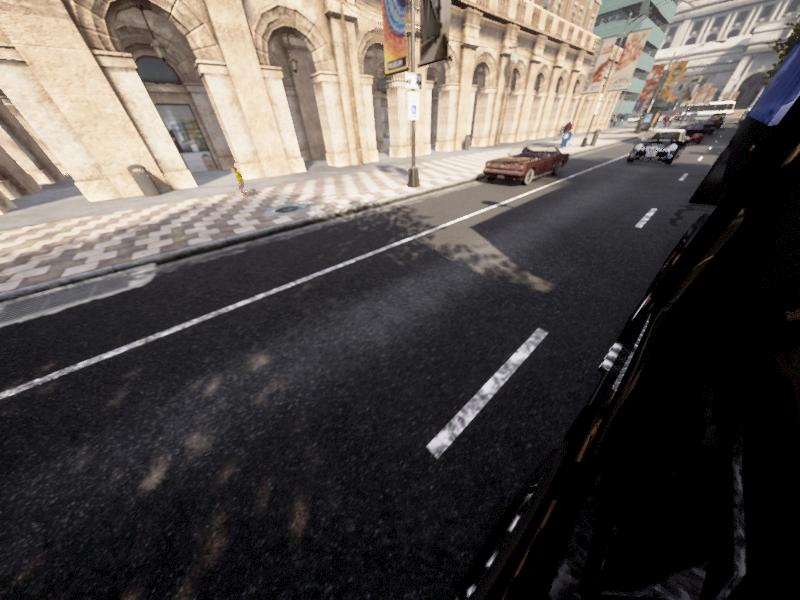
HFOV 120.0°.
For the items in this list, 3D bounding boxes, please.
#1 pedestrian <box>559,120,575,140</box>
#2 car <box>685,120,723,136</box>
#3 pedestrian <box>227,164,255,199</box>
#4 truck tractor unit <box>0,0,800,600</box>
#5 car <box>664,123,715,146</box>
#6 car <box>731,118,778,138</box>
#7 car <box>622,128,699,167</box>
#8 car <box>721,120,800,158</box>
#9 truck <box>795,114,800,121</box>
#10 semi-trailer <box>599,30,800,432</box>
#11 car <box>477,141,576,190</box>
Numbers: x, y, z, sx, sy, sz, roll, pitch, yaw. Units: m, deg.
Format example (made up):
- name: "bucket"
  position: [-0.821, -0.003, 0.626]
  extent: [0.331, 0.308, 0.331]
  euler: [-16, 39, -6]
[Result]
- name: "pedestrian"
  position: [18.881, -19.199, 26.122]
  extent: [0.751, 1.860, 0.751]
  euler: [24, 45, 31]
- name: "car"
  position: [34.821, -19.726, 26.490]
  extent: [4.181, 1.385, 1.994]
  euler: [-29, 44, -30]
- name: "pedestrian"
  position: [-6.069, -4.537, 8.872]
  extent: [0.500, 1.100, 0.500]
  euler: [-20, 40, -21]
- name: "truck tractor unit"
  position: [2.645, -0.295, 0.351]
  extent: [6.516, 4.208, 3.053]
  euler: [-28, 44, -30]
- name: "car"
  position: [24.835, -14.223, 19.817]
  extent: [4.181, 1.385, 1.994]
  euler: [-29, 44, -30]
- name: "car"
  position: [35.853, -17.528, 23.475]
  extent: [5.357, 1.411, 2.033]
  euler: [-29, 44, -30]
- name: "car"
  position: [14.522, -8.581, 12.893]
  extent: [3.806, 1.475, 1.970]
  euler: [-29, 44, -30]
- name: "car"
  position: [22.087, -9.991, 14.234]
  extent: [4.974, 1.542, 2.038]
  euler: [-29, 44, -30]
- name: "truck"
  position: [81.050, -37.087, 44.532]
  extent: [8.468, 3.827, 2.891]
  euler: [-29, 44, -30]
- name: "semi-trailer"
  position: [8.627, -3.666, 4.277]
  extent: [14.254, 4.402, 2.717]
  euler: [-29, 45, -30]
- name: "car"
  position: [5.840, -6.303, 10.570]
  extent: [4.718, 1.301, 1.895]
  euler: [-29, 44, -30]
